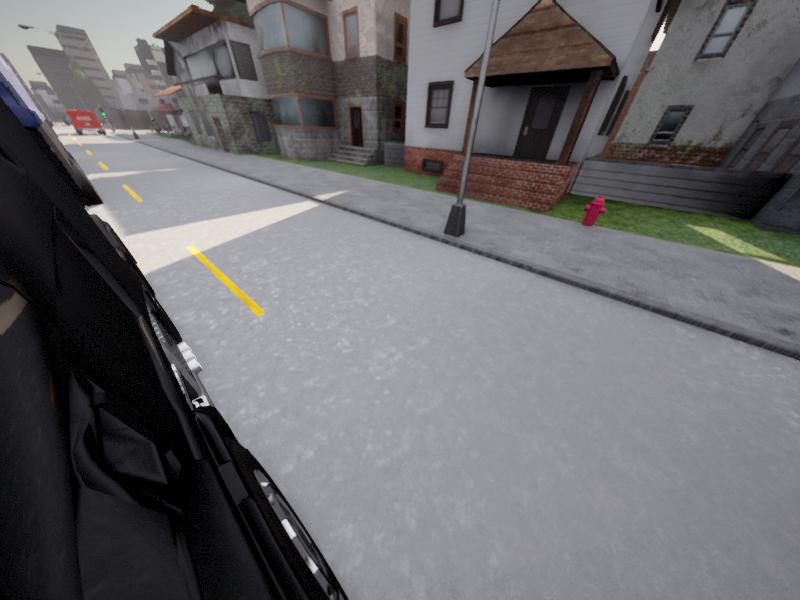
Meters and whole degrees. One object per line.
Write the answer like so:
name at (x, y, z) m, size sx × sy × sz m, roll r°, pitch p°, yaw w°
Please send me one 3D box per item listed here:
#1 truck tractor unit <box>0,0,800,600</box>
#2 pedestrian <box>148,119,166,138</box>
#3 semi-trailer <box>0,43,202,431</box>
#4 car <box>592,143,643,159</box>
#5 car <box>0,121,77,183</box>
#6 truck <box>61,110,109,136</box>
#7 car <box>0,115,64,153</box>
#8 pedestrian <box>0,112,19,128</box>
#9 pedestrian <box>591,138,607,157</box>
truck tractor unit at (-2.645, -0.295, 0.351) m, size 6.516 × 4.208 × 3.053 m, roll 28°, pitch 44°, yaw 30°
pedestrian at (-29.852, -21.077, 28.363) m, size 0.751 × 1.860 × 0.751 m, roll 28°, pitch 44°, yaw 30°
semi-trailer at (-8.701, -3.596, 4.234) m, size 14.254 × 4.402 × 2.717 m, roll 28°, pitch 44°, yaw 30°
car at (29.682, -20.502, 31.652) m, size 4.792 × 1.488 × 2.163 m, roll 28°, pitch 44°, yaw 30°
car at (-15.896, -6.343, 9.699) m, size 4.605 × 1.855 × 1.932 m, roll 27°, pitch 43°, yaw 31°
truck at (-40.920, -23.025, 30.021) m, size 5.204 × 2.467 × 2.627 m, roll 28°, pitch 43°, yaw 30°
car at (-25.526, -11.491, 15.948) m, size 3.866 × 1.878 × 1.905 m, roll 28°, pitch 44°, yaw 30°
pedestrian at (-57.484, -26.424, 33.898) m, size 0.751 × 1.860 × 0.751 m, roll 27°, pitch 43°, yaw 29°
pedestrian at (24.995, -19.149, 29.026) m, size 0.751 × 1.860 × 0.751 m, roll 29°, pitch 44°, yaw 30°
